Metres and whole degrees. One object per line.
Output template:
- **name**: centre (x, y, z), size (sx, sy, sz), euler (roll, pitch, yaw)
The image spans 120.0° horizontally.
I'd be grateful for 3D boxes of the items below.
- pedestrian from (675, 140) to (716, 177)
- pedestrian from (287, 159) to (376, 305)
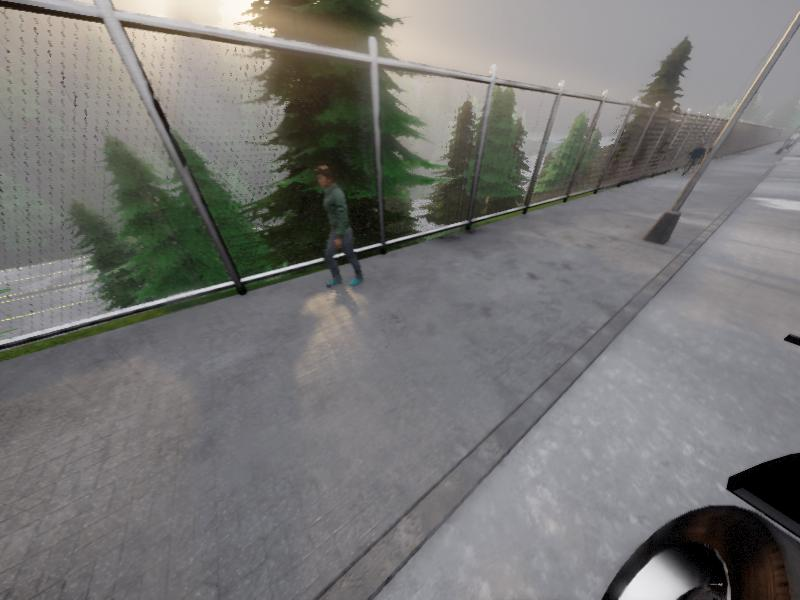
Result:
- **pedestrian**: centre (18.047, -8.676, 14.160), size (0.751, 1.860, 0.751), euler (-26, 42, -31)
- **pedestrian**: centre (-0.938, -0.977, 3.459), size (0.751, 1.860, 0.751), euler (-22, 41, -28)
